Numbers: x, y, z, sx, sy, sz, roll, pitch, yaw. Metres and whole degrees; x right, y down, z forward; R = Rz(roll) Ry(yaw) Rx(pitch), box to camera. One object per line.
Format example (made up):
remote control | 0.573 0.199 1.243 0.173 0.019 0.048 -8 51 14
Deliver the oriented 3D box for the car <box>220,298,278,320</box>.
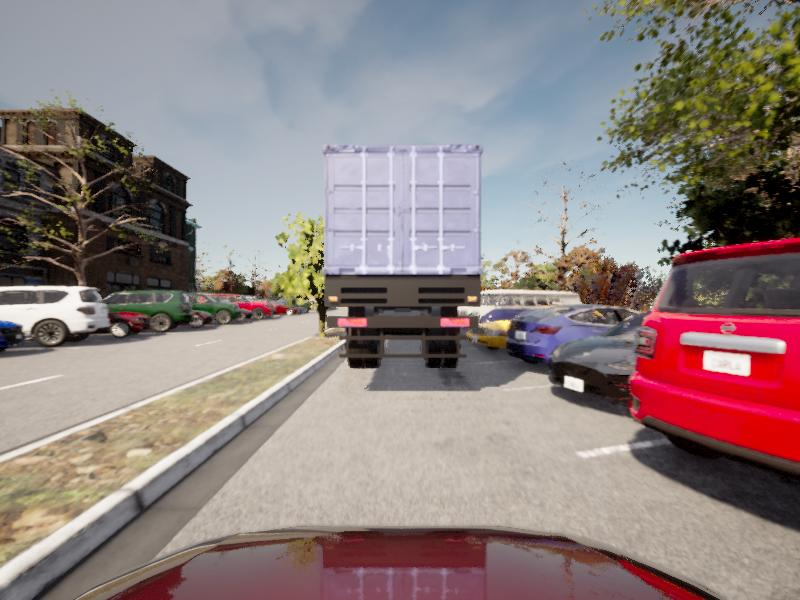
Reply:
car | -13.041 0.704 34.721 4.553 1.767 2.185 -1 0 -19

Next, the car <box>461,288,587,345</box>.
car | 4.819 0.609 15.603 4.442 1.987 1.878 1 0 -19

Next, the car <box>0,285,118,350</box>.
car | -13.315 0.565 13.662 5.566 2.045 2.435 -1 0 -19

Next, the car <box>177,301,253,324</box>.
car | -13.113 0.855 28.715 4.792 1.488 2.163 -1 0 -19

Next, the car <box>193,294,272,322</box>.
car | -13.086 0.576 31.725 5.566 2.045 2.435 -1 0 -19

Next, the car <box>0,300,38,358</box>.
car | -13.320 0.814 10.671 5.008 1.535 2.097 -1 0 -19

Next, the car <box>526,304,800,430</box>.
car | 4.819 0.861 6.704 4.792 1.488 2.163 1 0 -20

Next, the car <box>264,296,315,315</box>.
car | -12.935 0.575 46.765 5.566 2.045 2.435 -1 0 -19

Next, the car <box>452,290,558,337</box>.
car | 4.845 0.610 18.581 4.442 1.987 1.878 1 0 -19

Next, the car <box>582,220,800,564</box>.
car | 4.851 0.580 3.755 5.566 2.045 2.435 1 0 -20

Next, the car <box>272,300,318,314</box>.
car | -13.042 0.812 49.741 5.366 1.575 1.946 -1 1 -19

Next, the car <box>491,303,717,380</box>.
car | 4.898 0.863 9.707 4.792 1.488 2.163 1 0 -19

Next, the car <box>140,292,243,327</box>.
car | -13.148 0.572 25.711 5.566 2.045 2.435 -1 0 -19

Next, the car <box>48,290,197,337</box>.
car | -13.256 0.569 19.670 5.566 2.045 2.435 -1 0 -19

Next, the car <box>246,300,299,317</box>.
car | -12.996 0.833 40.739 5.008 1.535 2.097 -1 0 -19

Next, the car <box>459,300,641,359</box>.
car | 4.722 0.829 12.605 5.366 1.575 1.946 1 0 -19

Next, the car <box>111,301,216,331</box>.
car | -13.172 0.851 22.703 4.792 1.488 2.163 -1 0 -19

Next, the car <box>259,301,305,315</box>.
car | -12.950 0.872 43.764 4.674 1.452 2.002 -1 0 -19

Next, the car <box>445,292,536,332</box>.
car | 4.870 0.612 21.558 4.442 1.987 1.878 1 0 -19

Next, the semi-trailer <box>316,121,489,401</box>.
semi-trailer | 0.091 -0.612 13.421 2.717 4.402 14.254 0 0 0

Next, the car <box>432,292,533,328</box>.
car | 5.034 0.589 24.588 5.566 2.045 2.435 1 0 -19

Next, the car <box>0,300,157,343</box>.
car | -13.261 0.818 16.681 5.008 1.535 2.097 -1 0 -19
